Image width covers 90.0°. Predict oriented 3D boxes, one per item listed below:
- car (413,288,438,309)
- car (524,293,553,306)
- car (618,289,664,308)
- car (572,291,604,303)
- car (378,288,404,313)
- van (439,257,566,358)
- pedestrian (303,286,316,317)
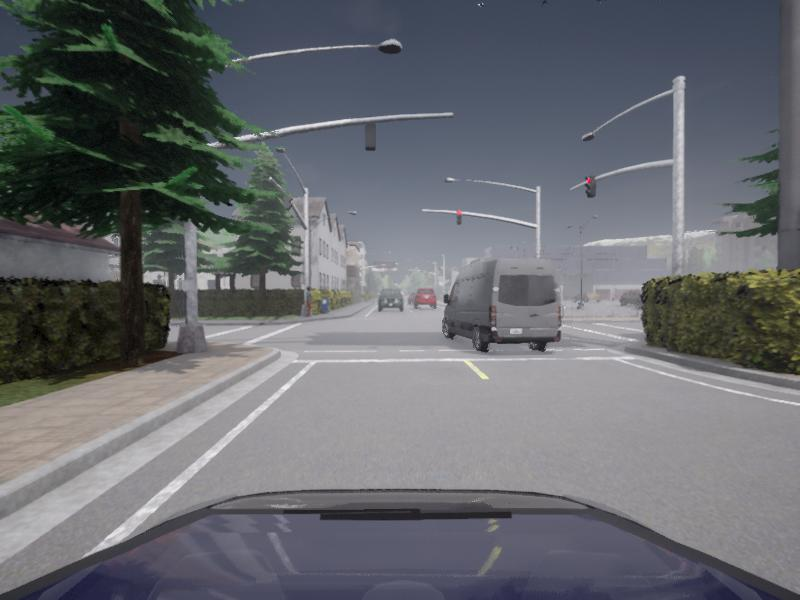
[{"bbox_3d":[2.554,-0.150,41.950,2.150,2.045,5.566,0,1,-1],"label":"car"},{"bbox_3d":[17.774,-0.120,51.482,2.007,1.523,4.514,0,1,-2],"label":"car"},{"bbox_3d":[24.958,-0.203,41.642,1.932,1.855,4.605,0,1,-2],"label":"car"},{"bbox_3d":[27.668,-0.442,59.096,2.152,1.636,5.027,0,1,-2],"label":"car"},{"bbox_3d":[-0.798,-0.022,35.141,2.150,2.045,5.566,0,1,-1],"label":"car"},{"bbox_3d":[2.938,0.186,13.158,1.988,2.561,5.915,0,0,-7],"label":"van"},{"bbox_3d":[-5.577,0.109,24.549,0.751,1.860,0.751,-1,1,-13],"label":"pedestrian"}]
